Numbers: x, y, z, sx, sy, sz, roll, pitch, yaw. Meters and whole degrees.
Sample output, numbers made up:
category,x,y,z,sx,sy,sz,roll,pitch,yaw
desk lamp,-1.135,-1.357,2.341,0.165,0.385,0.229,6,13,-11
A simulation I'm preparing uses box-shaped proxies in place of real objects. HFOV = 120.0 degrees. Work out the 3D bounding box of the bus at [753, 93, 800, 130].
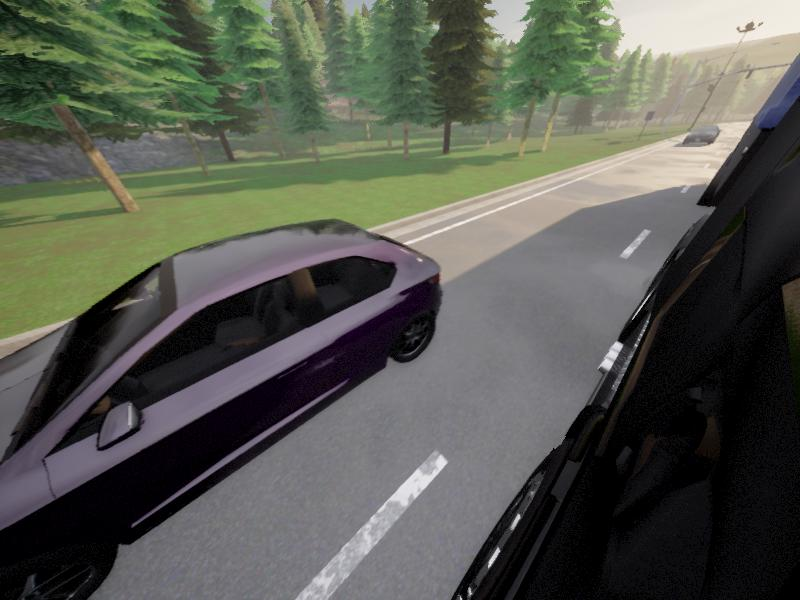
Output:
category,x,y,z,sx,sy,sz,roll,pitch,yaw
bus,62.482,-28.303,34.466,10.273,4.253,3.944,0,35,4

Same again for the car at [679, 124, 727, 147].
category,x,y,z,sx,sy,sz,roll,pitch,yaw
car,27.625,-15.019,21.045,4.674,1.442,1.812,-27,43,-30

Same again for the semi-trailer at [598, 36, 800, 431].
category,x,y,z,sx,sy,sz,roll,pitch,yaw
semi-trailer,8.703,-3.587,4.245,14.254,4.402,2.717,-28,43,-30

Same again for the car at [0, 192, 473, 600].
category,x,y,z,sx,sy,sz,roll,pitch,yaw
car,-1.476,0.318,2.081,4.193,1.474,1.816,-28,43,-30

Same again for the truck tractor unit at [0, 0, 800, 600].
category,x,y,z,sx,sy,sz,roll,pitch,yaw
truck tractor unit,2.645,-0.295,0.352,6.516,4.208,3.053,-28,44,-30
